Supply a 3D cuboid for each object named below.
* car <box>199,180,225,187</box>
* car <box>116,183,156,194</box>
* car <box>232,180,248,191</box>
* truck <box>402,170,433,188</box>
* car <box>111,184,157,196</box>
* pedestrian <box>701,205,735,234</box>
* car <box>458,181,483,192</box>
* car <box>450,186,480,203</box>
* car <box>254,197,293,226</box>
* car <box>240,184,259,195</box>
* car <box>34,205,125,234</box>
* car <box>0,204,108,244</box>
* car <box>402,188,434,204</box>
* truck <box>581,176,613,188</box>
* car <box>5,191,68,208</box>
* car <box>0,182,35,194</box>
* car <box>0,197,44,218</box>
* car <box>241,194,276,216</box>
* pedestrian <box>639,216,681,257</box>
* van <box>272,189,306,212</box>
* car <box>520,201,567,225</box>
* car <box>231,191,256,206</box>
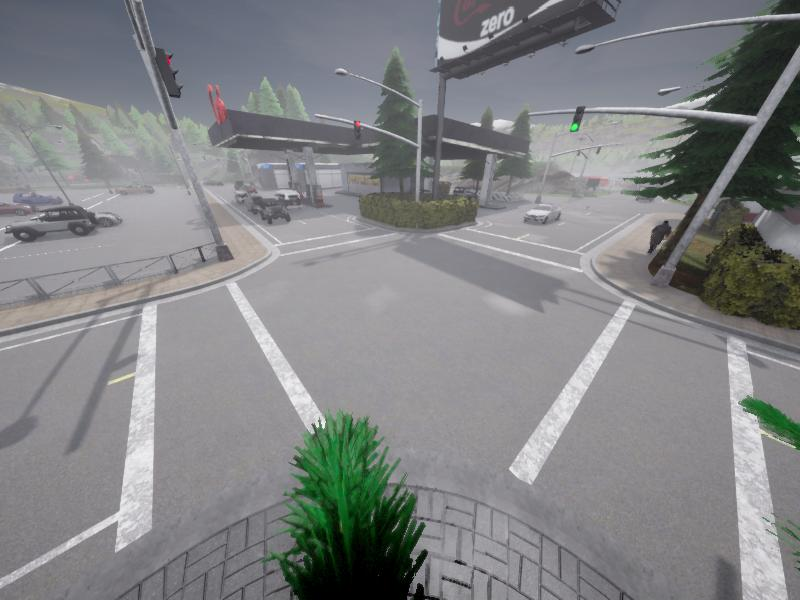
[{"bbox_3d":[-49.586,-30.866,60.980,4.792,1.488,2.163,-1,30,-1],"label":"car"},{"bbox_3d":[-49.532,-20.953,43.472,4.514,1.523,2.007,-23,37,-34],"label":"car"},{"bbox_3d":[-35.570,-25.495,51.265,1.905,1.878,3.866,-22,37,-33],"label":"car"},{"bbox_3d":[4.385,-31.629,59.948,2.891,3.827,8.468,-22,37,-33],"label":"truck"},{"bbox_3d":[-47.482,-19.774,41.410,5.027,1.636,2.152,-23,37,-34],"label":"car"},{"bbox_3d":[23.333,-5.900,16.982,0.751,1.860,0.751,-22,36,-33],"label":"pedestrian"},{"bbox_3d":[14.928,-24.282,49.260,2.097,1.767,4.553,-22,37,-33],"label":"car"},{"bbox_3d":[9.747,-16.005,34.849,1.905,1.878,3.866,-23,37,-34],"label":"car"},{"bbox_3d":[-11.869,-8.361,21.588,1.905,1.878,3.866,-22,37,-33],"label":"car"},{"bbox_3d":[-29.201,-21.472,44.661,2.007,1.525,4.514,-22,37,-33],"label":"car"},{"bbox_3d":[-25.501,-6.610,18.671,3.806,1.475,1.970,-23,37,-34],"label":"car"},{"bbox_3d":[-23.841,-5.383,15.979,3.866,1.878,1.905,-23,37,-34],"label":"car"},{"bbox_3d":[2.620,-15.713,34.677,2.242,1.667,4.611,-23,37,-34],"label":"car"},{"bbox_3d":[49.598,-29.902,58.324,2.627,2.467,5.204,-22,37,-33],"label":"truck"},{"bbox_3d":[-45.788,-12.777,29.270,3.633,1.501,1.845,-23,37,-34],"label":"car"},{"bbox_3d":[-75.318,-21.630,44.586,4.605,1.855,1.932,-23,37,-34],"label":"car"},{"bbox_3d":[-39.420,-8.945,22.590,4.514,1.523,2.007,-23,37,-34],"label":"car"},{"bbox_3d":[-15.972,-10.737,25.967,2.033,1.649,4.856,-22,37,-33],"label":"car"},{"bbox_3d":[13.712,-3.351,12.204,0.751,1.860,0.751,-21,36,-32],"label":"pedestrian"},{"bbox_3d":[-13.533,-12.187,28.065,2.069,2.038,4.480,-22,37,-33],"label":"van"},{"bbox_3d":[13.323,-8.082,21.356,4.674,1.442,1.812,-22,36,-34],"label":"car"},{"bbox_3d":[-21.663,-14.122,31.980,1.970,1.475,3.806,-23,37,-34],"label":"car"}]
